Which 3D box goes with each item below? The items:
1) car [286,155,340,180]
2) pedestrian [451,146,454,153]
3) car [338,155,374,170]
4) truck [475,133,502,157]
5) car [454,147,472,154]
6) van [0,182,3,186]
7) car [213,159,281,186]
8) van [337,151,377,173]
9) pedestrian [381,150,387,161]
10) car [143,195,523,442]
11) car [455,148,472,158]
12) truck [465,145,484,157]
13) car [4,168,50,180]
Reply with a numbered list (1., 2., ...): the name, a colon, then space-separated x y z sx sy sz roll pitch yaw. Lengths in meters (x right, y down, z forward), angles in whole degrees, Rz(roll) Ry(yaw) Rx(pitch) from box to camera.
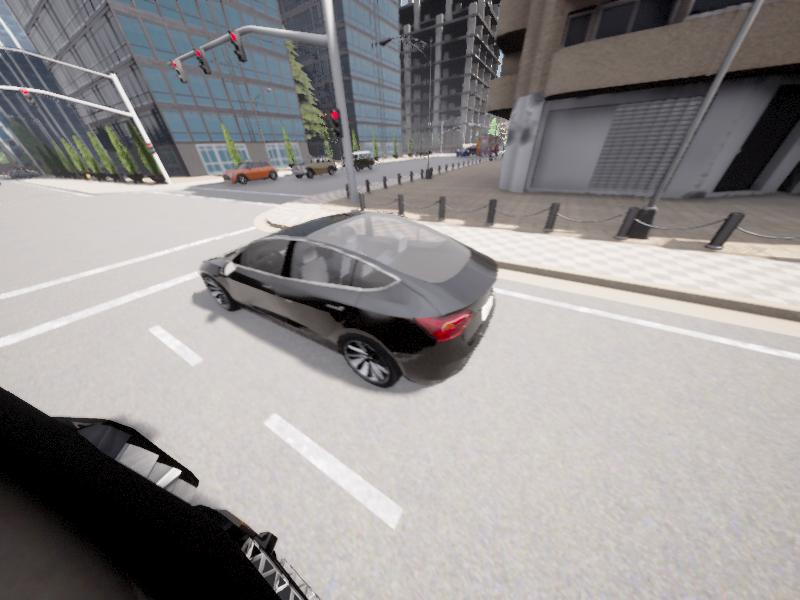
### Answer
1. car: -8.546 -13.373 23.175 1.932 1.855 4.605 16 38 27
2. pedestrian: 18.992 -54.660 83.825 0.751 1.860 0.751 22 40 32
3. car: -6.047 -19.355 32.433 2.128 1.511 4.902 16 38 27
4. truck: 18.923 -32.974 49.244 2.891 3.827 8.468 16 38 26
5. car: 19.732 -46.608 72.078 4.974 1.542 2.038 16 38 26
6. van: -58.875 -17.238 32.727 4.442 1.987 1.775 19 39 29
7. car: -13.971 -11.925 21.442 2.097 1.767 4.553 17 38 27
8. van: -5.075 -16.758 27.928 2.069 2.038 4.480 16 38 27
9. pedestrian: -3.102 -28.272 45.162 0.751 1.860 0.751 22 41 32
10. car: -1.104 -0.488 3.478 4.792 1.488 2.163 16 38 26
11. car: 13.052 -30.107 47.390 1.882 1.535 5.008 16 38 26
12. truck: 17.021 -34.156 52.755 2.390 2.098 6.274 16 38 26
13. car: -77.442 -26.242 48.075 2.242 1.667 4.611 27 43 36
